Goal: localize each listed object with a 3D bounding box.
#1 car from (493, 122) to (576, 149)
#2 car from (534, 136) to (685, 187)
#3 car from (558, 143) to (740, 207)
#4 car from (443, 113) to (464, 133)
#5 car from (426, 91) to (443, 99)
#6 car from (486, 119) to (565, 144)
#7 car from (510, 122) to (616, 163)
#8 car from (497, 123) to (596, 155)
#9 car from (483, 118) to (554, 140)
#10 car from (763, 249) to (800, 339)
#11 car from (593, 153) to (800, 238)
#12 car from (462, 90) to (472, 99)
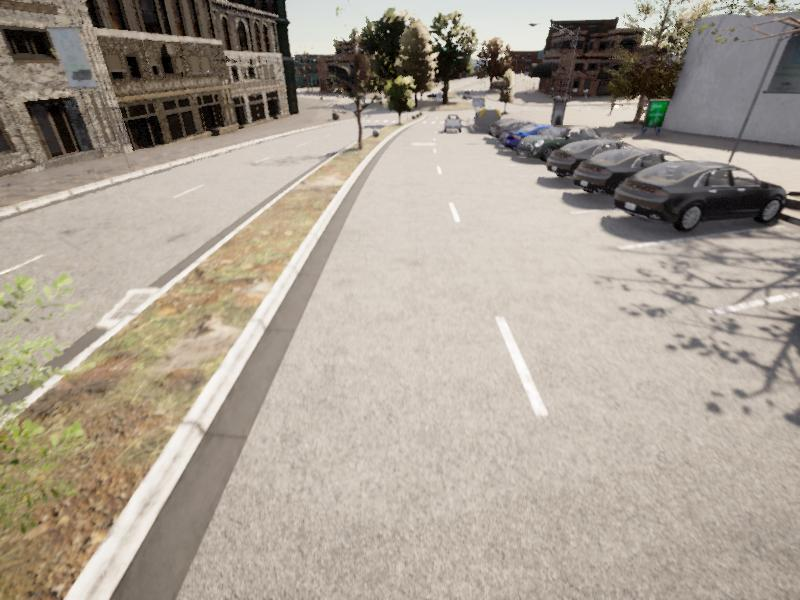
[{"bbox_3d":[8.872,-10.910,26.510,4.674,1.452,2.002,-6,28,-14],"label":"car"},{"bbox_3d":[8.254,-5.612,15.977,4.892,1.521,2.231,-7,28,-16],"label":"car"},{"bbox_3d":[8.171,-4.272,13.344,4.892,1.521,2.231,-8,28,-17],"label":"car"},{"bbox_3d":[5.150,-17.242,38.865,1.845,1.501,3.633,3,27,5],"label":"car"},{"bbox_3d":[8.202,-48.453,94.496,3.705,1.549,1.789,6,31,10],"label":"car"},{"bbox_3d":[9.083,-12.277,29.126,4.892,1.521,2.231,-6,27,-14],"label":"car"},{"bbox_3d":[8.544,-8.398,21.186,4.553,1.767,2.185,-7,28,-15],"label":"car"},{"bbox_3d":[8.671,-9.617,23.866,5.008,1.535,2.097,-6,28,-15],"label":"car"},{"bbox_3d":[9.369,-13.581,31.775,4.792,1.488,2.163,-5,27,-14],"label":"car"},{"bbox_3d":[8.083,-0.238,5.442,5.008,1.535,2.097,-8,29,-18],"label":"car"},{"bbox_3d":[8.113,-2.928,10.708,4.892,1.521,2.231,-8,28,-17],"label":"car"},{"bbox_3d":[15.880,-48.686,94.900,1.851,1.617,3.988,2,31,2],"label":"car"}]
